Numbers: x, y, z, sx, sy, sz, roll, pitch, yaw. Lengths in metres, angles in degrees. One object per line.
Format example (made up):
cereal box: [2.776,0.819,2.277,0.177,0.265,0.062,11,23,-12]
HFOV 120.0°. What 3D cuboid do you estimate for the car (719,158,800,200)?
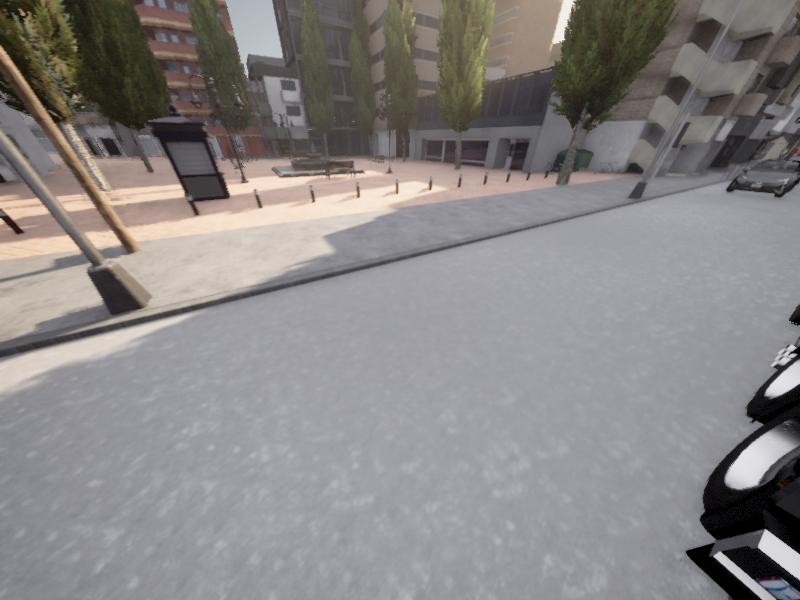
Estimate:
car: [19.829,-6.604,12.358,4.514,1.525,2.007,-18,39,-25]

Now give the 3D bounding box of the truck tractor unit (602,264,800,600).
truck tractor unit: [5.112,-0.299,0.784,6.516,4.208,3.053,-18,39,-24]
